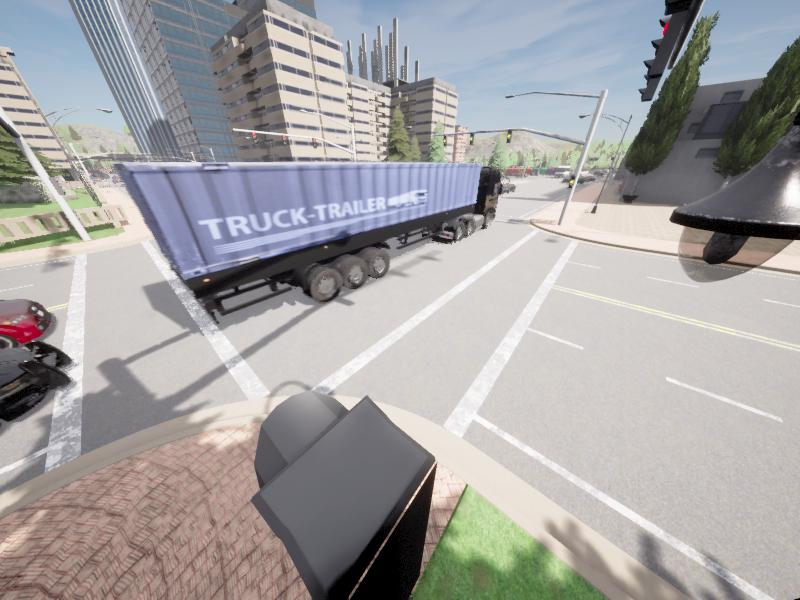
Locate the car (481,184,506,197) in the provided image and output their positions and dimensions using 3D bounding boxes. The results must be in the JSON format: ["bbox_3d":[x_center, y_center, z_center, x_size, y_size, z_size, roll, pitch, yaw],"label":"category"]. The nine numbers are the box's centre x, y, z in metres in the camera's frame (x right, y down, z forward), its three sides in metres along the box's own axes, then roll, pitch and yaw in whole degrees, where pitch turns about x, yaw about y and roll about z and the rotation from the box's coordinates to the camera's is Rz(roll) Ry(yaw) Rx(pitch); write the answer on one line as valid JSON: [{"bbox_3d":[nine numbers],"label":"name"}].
[{"bbox_3d":[14.747,-17.231,36.324,2.007,1.525,4.514,23,37,34],"label":"car"}]

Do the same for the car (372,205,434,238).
[{"bbox_3d":[0.346,-5.836,16.819,1.895,1.301,4.718,23,37,34],"label":"car"}]

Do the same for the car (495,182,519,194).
[{"bbox_3d":[18.843,-19.664,40.553,2.128,1.511,4.902,23,37,34],"label":"car"}]

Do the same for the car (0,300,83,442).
[{"bbox_3d":[-8.544,2.029,2.850,1.930,1.638,5.238,23,37,34],"label":"car"}]

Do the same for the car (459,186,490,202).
[{"bbox_3d":[10.255,-14.559,31.692,2.038,1.542,4.974,23,37,34],"label":"car"}]

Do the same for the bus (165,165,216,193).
[{"bbox_3d":[-39.050,-22.611,42.918,10.273,4.253,3.944,23,37,34],"label":"bus"}]

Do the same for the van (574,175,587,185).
[{"bbox_3d":[46.951,-31.168,60.004,1.775,1.987,4.442,23,37,34],"label":"van"}]

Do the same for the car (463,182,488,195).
[{"bbox_3d":[12.734,-18.797,38.936,2.033,1.649,4.856,23,37,34],"label":"car"}]

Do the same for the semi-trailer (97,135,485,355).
[{"bbox_3d":[-0.889,-3.728,10.037,2.717,4.402,14.254,23,37,34],"label":"semi-trailer"}]

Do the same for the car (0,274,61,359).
[{"bbox_3d":[-11.179,0.978,4.942,1.994,1.385,4.181,22,37,33],"label":"car"}]

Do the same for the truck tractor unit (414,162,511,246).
[{"bbox_3d":[4.204,-6.677,15.334,3.053,4.208,6.516,23,37,34],"label":"truck tractor unit"}]
